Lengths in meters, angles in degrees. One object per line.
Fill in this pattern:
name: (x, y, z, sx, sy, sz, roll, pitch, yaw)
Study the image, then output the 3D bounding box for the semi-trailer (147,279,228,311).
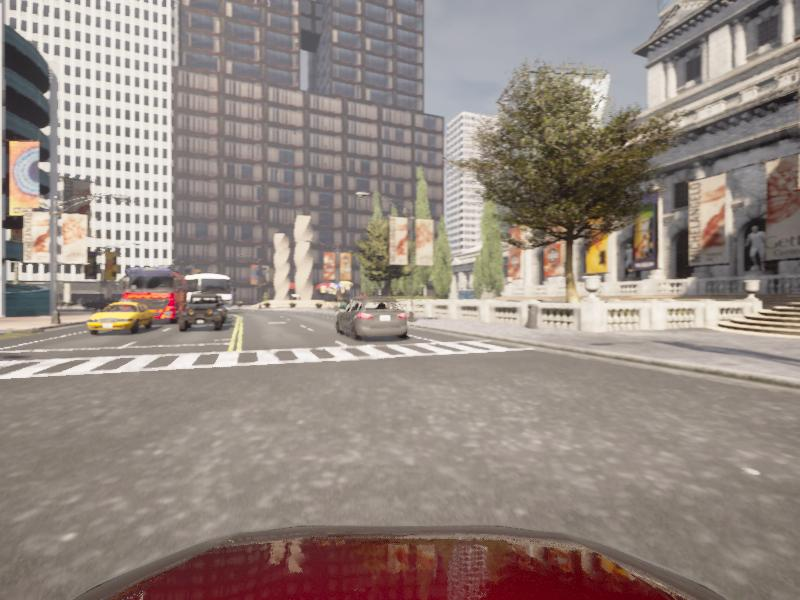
semi-trailer: (-31.923, -0.711, 59.718, 14.254, 4.402, 2.717, 0, 0, 26)

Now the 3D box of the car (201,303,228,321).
car: (-15.002, 0.895, 32.482, 1.895, 1.301, 4.718, 0, 0, -24)

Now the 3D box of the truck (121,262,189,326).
truck: (-17.049, -0.361, 28.425, 2.891, 3.827, 8.468, 0, 0, -23)

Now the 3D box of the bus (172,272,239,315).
bus: (-21.792, -0.594, 44.380, 3.944, 4.253, 10.273, 0, -1, -42)

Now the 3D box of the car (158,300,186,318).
car: (-20.707, 0.774, 36.274, 2.038, 1.542, 4.974, 0, 0, -31)

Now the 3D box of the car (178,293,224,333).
car: (-10.422, 0.615, 21.174, 1.905, 1.878, 3.866, 0, 0, -22)

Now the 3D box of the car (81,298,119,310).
car: (-45.311, 0.569, 60.496, 4.605, 1.855, 1.932, 0, 0, 8)

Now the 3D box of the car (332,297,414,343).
car: (-1.316, 0.728, 17.040, 2.242, 1.667, 4.611, 0, 0, -21)

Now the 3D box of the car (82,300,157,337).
car: (-13.636, 0.774, 19.815, 1.801, 1.575, 5.366, 0, 0, -21)

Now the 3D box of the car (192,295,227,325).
car: (-12.597, 0.606, 26.642, 1.905, 1.878, 3.866, 0, 0, -22)
